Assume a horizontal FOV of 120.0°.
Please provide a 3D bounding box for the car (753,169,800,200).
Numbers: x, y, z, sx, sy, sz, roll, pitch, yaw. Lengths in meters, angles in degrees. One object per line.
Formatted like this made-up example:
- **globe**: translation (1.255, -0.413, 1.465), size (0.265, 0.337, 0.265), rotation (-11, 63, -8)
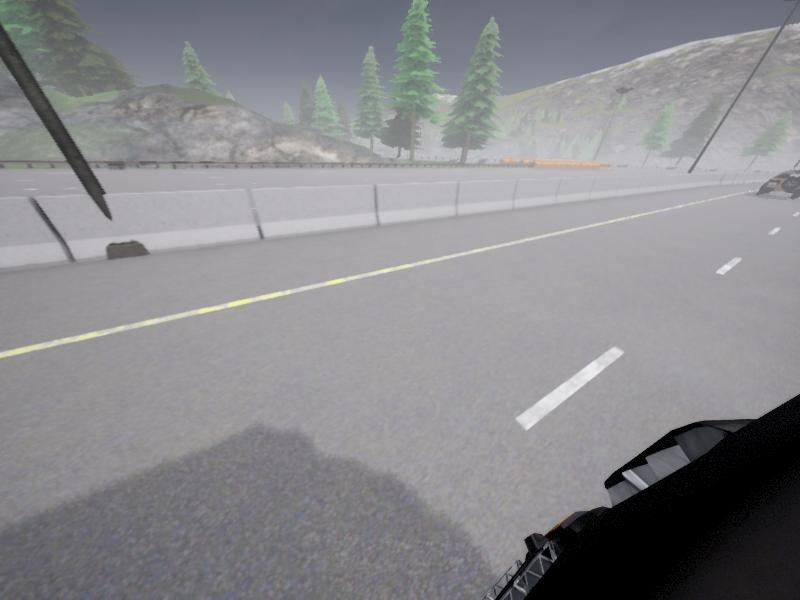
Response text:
- **car**: translation (30.776, -9.220, 18.236), size (4.605, 1.855, 1.932), rotation (-15, 37, -25)
